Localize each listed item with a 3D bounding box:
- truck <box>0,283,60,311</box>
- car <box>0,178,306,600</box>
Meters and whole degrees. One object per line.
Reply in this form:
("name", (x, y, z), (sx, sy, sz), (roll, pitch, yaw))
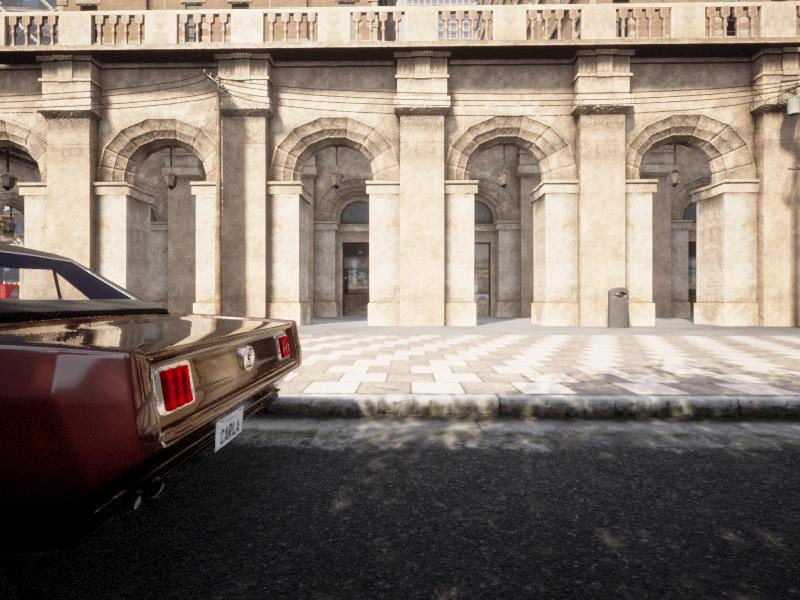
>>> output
("truck", (-35.886, -0.239, 37.984), (2.627, 2.467, 5.204), (0, 0, 1))
("car", (-3.058, 0.338, 2.008), (4.718, 1.301, 1.895), (0, 0, 1))
